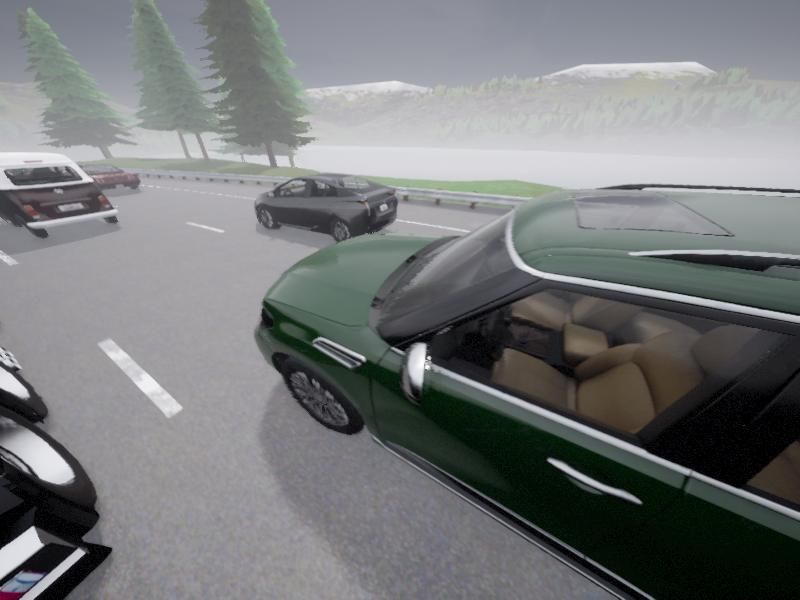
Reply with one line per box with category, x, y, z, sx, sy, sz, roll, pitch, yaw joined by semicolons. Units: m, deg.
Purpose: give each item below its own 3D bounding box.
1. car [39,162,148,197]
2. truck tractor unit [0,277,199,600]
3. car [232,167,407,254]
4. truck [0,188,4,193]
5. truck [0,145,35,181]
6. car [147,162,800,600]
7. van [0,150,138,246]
car;-16.603;-6.648;12.576;4.718;1.301;1.895;14;37;19
truck tractor unit;-5.138;-0.271;0.751;6.516;4.208;3.053;17;39;23
car;-2.275;-2.845;6.768;4.514;1.525;2.007;17;38;23
truck;-24.942;-6.836;11.910;5.204;2.467;2.627;12;37;17
truck;-31.048;-9.983;16.808;6.274;2.098;2.390;10;36;15
car;1.334;0.358;1.681;5.566;2.045;2.150;18;39;24
van;-11.165;-3.364;7.155;4.480;2.038;2.069;16;38;22
